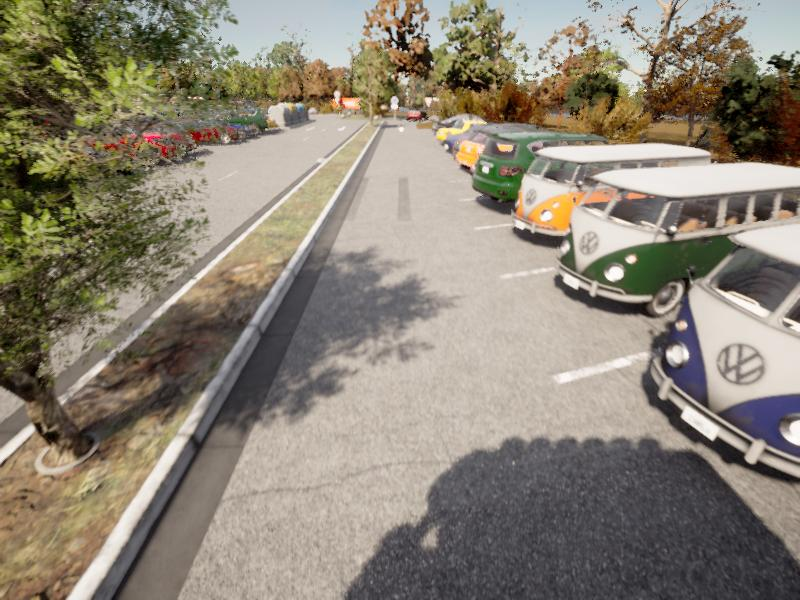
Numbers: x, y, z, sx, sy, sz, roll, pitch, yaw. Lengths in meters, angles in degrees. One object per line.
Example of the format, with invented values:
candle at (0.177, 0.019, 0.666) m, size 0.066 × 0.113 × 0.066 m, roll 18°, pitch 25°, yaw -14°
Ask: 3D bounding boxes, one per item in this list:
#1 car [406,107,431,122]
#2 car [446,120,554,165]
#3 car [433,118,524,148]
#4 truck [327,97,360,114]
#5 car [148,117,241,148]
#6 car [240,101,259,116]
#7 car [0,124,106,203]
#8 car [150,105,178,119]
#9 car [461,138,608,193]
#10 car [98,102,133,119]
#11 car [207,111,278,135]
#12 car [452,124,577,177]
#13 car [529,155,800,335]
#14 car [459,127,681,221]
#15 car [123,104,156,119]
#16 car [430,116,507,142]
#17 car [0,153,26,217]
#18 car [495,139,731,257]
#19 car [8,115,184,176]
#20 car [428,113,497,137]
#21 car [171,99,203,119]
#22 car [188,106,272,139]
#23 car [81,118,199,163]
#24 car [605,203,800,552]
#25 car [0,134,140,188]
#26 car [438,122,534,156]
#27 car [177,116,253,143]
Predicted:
car at (2.320, -22.979, 49.379) m, size 1.851 × 1.617 × 3.988 m, roll 10°, pitch 28°, yaw 19°
car at (4.906, -7.900, 19.889) m, size 4.553 × 1.767 × 2.185 m, roll -9°, pitch 29°, yaw -18°
car at (5.070, -10.936, 26.025) m, size 5.366 × 1.575 × 1.946 m, roll -9°, pitch 29°, yaw -18°
truck at (-9.727, -33.821, 69.625) m, size 5.204 × 2.467 × 2.627 m, roll 3°, pitch 26°, yaw 3°
car at (-13.262, -11.031, 26.262) m, size 5.008 × 1.535 × 2.097 m, roll -10°, pitch 28°, yaw -17°
car at (-24.162, -30.666, 64.106) m, size 2.435 × 2.045 × 5.566 m, roll -9°, pitch 26°, yaw -17°
car at (-13.309, -4.349, 12.798) m, size 5.566 × 2.045 × 2.435 m, roll -10°, pitch 28°, yaw -17°
car at (-28.822, -23.087, 49.000) m, size 2.002 × 1.452 × 4.674 m, roll -9°, pitch 28°, yaw -17°
car at (4.861, -5.012, 14.670) m, size 4.674 × 1.452 × 2.002 m, roll -9°, pitch 29°, yaw -18°
car at (-34.731, -23.253, 48.992) m, size 2.185 × 1.767 × 4.553 m, roll -9°, pitch 28°, yaw -17°
car at (-13.372, -15.191, 34.245) m, size 5.366 × 1.575 × 1.946 m, roll -10°, pitch 29°, yaw -17°
car at (4.836, -6.526, 17.233) m, size 4.553 × 1.767 × 2.185 m, roll -9°, pitch 29°, yaw -18°
car at (4.734, -1.127, 6.581) m, size 4.442 × 1.987 × 1.878 m, roll -9°, pitch 29°, yaw -18°
car at (4.880, -3.909, 11.905) m, size 5.566 × 2.045 × 2.435 m, roll -9°, pitch 29°, yaw -18°
car at (-31.780, -23.135, 49.025) m, size 2.231 × 1.521 × 4.892 m, roll -9°, pitch 28°, yaw -17°
car at (4.903, -12.462, 28.979) m, size 4.892 × 1.521 × 2.231 m, roll -9°, pitch 29°, yaw -18°
car at (-13.311, -2.717, 10.256) m, size 4.792 × 1.488 × 2.163 m, roll -10°, pitch 28°, yaw -17°
car at (4.738, -2.495, 9.225) m, size 4.442 × 1.987 × 1.878 m, roll -9°, pitch 29°, yaw -18°
car at (-13.289, -7.112, 18.140) m, size 5.566 × 2.045 × 2.435 m, roll -10°, pitch 28°, yaw -17°
car at (4.927, -14.023, 31.993) m, size 4.892 × 1.521 × 2.231 m, roll -9°, pitch 29°, yaw -18°
car at (-25.848, -23.322, 48.804) m, size 2.435 × 2.045 × 5.566 m, roll -9°, pitch 28°, yaw -17°
car at (-13.245, -14.033, 31.494) m, size 5.566 × 2.045 × 2.435 m, roll -10°, pitch 29°, yaw -17°
car at (-13.265, -8.377, 20.859) m, size 4.553 × 1.767 × 2.185 m, roll -10°, pitch 29°, yaw -17°
car at (4.729, 0.242, 3.936) m, size 4.442 × 1.987 × 1.878 m, roll -9°, pitch 29°, yaw -18°
car at (-13.294, -5.480, 15.596) m, size 4.792 × 1.488 × 2.163 m, roll -10°, pitch 28°, yaw -17°
car at (4.861, -9.312, 22.953) m, size 4.792 × 1.488 × 2.163 m, roll -9°, pitch 29°, yaw -18°
car at (-13.238, -12.388, 28.966) m, size 4.674 × 1.452 × 2.002 m, roll -10°, pitch 28°, yaw -17°
